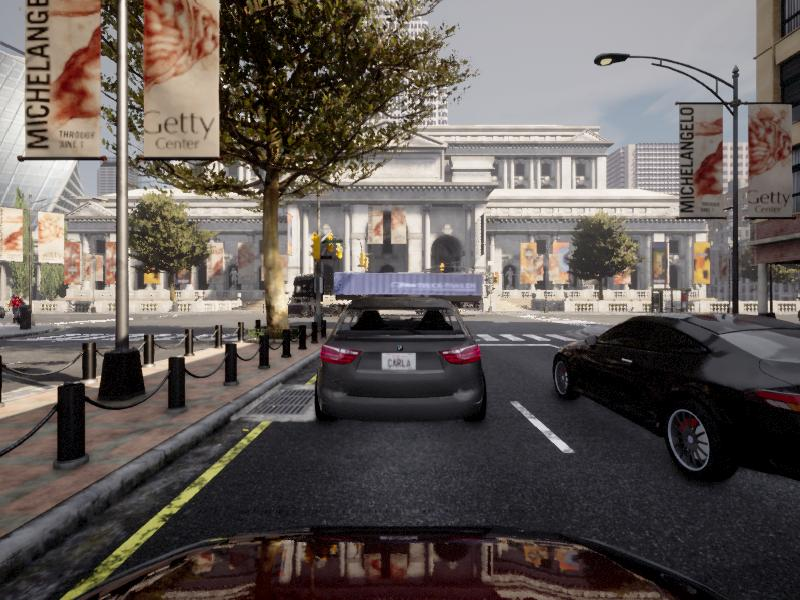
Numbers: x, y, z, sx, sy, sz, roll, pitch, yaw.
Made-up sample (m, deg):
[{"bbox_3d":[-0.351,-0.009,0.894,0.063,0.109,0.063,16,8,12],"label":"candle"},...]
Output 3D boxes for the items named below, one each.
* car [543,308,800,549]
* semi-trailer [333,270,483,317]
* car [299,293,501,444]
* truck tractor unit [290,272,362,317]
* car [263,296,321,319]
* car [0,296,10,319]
[{"bbox_3d":[3.472,0.870,4.859,1.812,1.442,4.674,0,0,0],"label":"car"},{"bbox_3d":[0.772,-0.620,39.287,14.254,4.402,2.717,0,0,0],"label":"semi-trailer"},{"bbox_3d":[0.019,0.756,6.742,2.242,1.667,4.611,0,0,0],"label":"car"},{"bbox_3d":[-7.143,-0.526,39.338,6.516,4.208,3.053,0,0,0],"label":"truck tractor unit"},{"bbox_3d":[-9.644,0.645,35.853,4.605,1.855,1.932,-1,0,1],"label":"car"},{"bbox_3d":[-34.566,0.646,32.518,3.866,1.878,1.905,0,0,0],"label":"car"}]
